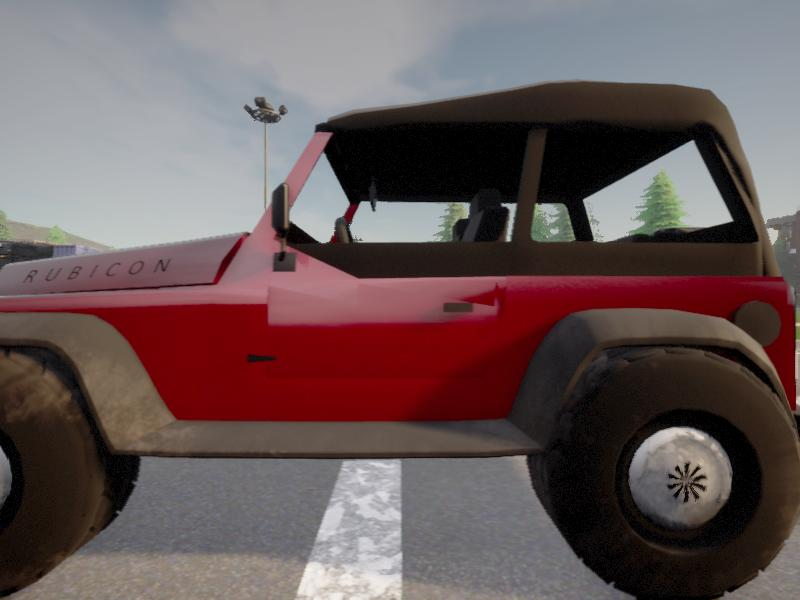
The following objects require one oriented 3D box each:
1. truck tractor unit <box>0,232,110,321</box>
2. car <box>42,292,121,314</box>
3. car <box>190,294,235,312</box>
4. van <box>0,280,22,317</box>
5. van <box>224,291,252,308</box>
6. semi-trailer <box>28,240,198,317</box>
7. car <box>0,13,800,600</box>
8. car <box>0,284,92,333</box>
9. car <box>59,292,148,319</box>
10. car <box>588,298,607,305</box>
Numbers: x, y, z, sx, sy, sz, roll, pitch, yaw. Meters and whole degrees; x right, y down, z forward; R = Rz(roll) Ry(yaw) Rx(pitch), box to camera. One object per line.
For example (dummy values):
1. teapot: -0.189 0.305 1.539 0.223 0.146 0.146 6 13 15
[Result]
1. truck tractor unit: -20.012 -1.131 22.238 3.053 4.208 6.516 0 0 -1
2. car: -23.604 0.192 29.966 2.038 1.542 4.974 0 0 -1
3. car: -16.673 0.221 35.888 1.837 1.490 4.892 0 0 -1
4. van: -23.502 -0.068 21.553 2.069 2.038 4.480 0 1 -1
5. van: -20.344 -0.030 50.464 1.775 1.987 4.442 0 0 -1
6. semi-trailer: -20.105 -1.247 30.154 2.717 4.402 14.254 0 0 -1
7. car: -0.116 0.046 2.202 3.866 1.878 1.905 0 0 0
8. car: -12.905 0.251 13.287 1.812 1.442 4.674 0 0 -1
9. car: -16.515 0.284 22.611 1.994 1.385 4.181 0 0 -1
10. car: 47.721 0.293 96.562 2.242 1.667 4.611 0 0 -1
